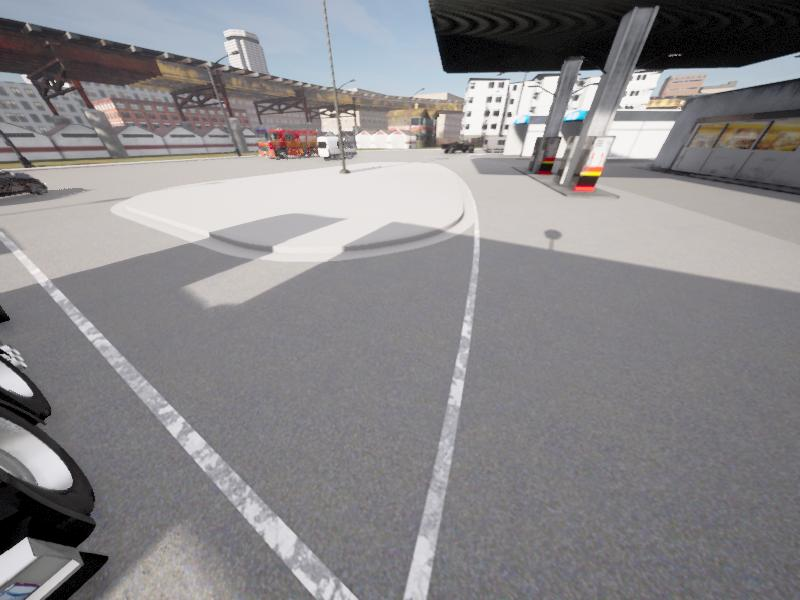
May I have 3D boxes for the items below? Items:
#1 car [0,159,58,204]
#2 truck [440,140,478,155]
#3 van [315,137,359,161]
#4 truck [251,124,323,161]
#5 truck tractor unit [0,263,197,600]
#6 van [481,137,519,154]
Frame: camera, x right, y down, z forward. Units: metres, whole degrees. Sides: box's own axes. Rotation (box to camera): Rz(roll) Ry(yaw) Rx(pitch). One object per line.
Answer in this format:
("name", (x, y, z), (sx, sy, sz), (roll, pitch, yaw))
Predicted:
("car", (-18.714, -5.235, 10.317), (1.845, 1.501, 3.633), (-10, 36, -12))
("truck", (10.826, -28.157, 42.501), (6.274, 2.098, 2.390), (-15, 37, -20))
("van", (-8.454, -20.876, 31.810), (1.988, 2.561, 5.915), (19, 39, 26))
("truck", (-15.601, -22.348, 32.853), (2.891, 3.827, 8.468), (19, 39, 25))
("truck tractor unit", (-5.108, -0.304, 0.778), (6.516, 4.208, 3.053), (18, 39, 24))
("van", (18.971, -29.501, 43.983), (5.915, 2.561, 1.988), (-5, 35, -7))
